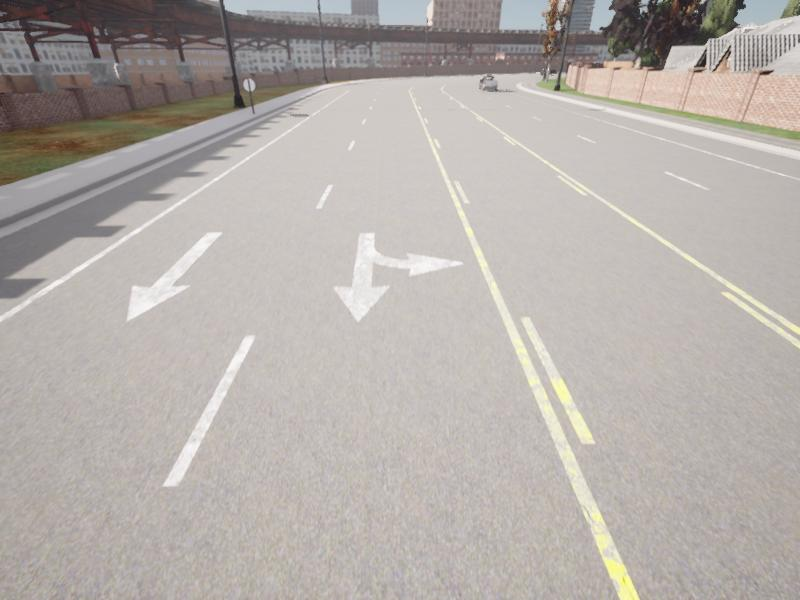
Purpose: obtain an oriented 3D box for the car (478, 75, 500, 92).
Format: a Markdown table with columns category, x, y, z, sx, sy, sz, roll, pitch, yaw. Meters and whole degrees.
| category | x | y | z | sx | sy | sz | roll | pitch | yaw |
| --- | --- | --- | --- | --- | --- | --- | --- | --- | --- |
| car | 10.172 | -24.983 | 46.068 | 1.845 | 1.501 | 3.633 | 2 | 31 | 3 |
